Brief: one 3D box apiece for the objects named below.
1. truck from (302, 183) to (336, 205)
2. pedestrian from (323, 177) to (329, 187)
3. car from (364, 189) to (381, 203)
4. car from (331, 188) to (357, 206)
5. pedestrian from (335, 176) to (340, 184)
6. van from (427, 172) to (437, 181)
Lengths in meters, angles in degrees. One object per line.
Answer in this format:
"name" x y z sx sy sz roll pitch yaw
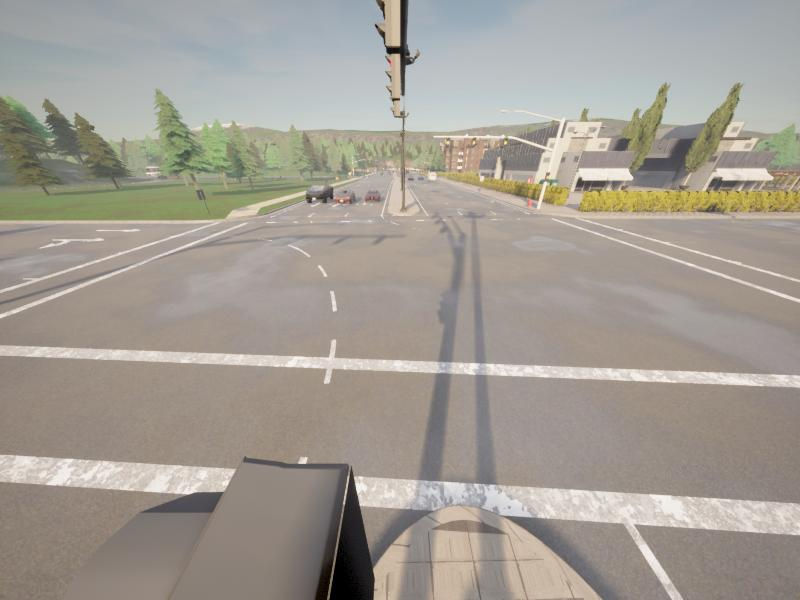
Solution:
"truck" -10.710 -14.415 31.174 2.390 2.098 6.274 0 30 -1
"pedestrian" -16.903 -27.049 52.943 0.751 1.860 0.751 0 30 0
"car" -3.720 -14.464 31.989 1.994 1.385 4.181 0 30 -1
"car" -7.190 -13.642 30.311 2.152 1.651 5.027 0 30 -1
"pedestrian" -16.921 -32.659 62.659 0.751 1.860 0.751 0 30 1
"van" 10.670 -41.753 78.198 2.351 2.431 6.366 0 30 0
